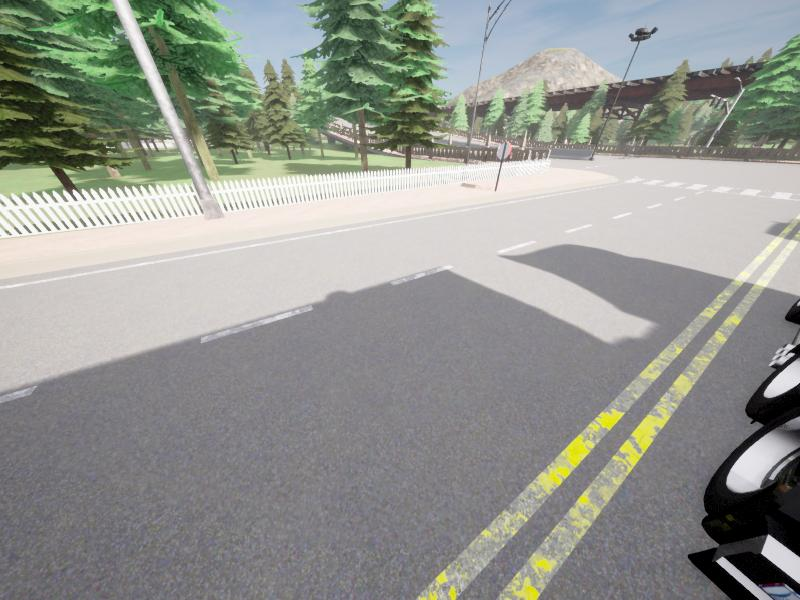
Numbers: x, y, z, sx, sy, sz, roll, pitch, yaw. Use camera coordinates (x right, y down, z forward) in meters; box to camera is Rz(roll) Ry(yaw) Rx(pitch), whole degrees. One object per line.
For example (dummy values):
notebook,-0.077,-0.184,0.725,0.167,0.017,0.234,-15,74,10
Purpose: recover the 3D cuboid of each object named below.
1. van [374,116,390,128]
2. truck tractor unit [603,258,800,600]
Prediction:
van,-5.919,-57.597,74.564,2.351,2.431,6.366,-20,47,-26
truck tractor unit,5.098,-0.313,0.796,6.516,4.208,3.053,-19,39,-25
